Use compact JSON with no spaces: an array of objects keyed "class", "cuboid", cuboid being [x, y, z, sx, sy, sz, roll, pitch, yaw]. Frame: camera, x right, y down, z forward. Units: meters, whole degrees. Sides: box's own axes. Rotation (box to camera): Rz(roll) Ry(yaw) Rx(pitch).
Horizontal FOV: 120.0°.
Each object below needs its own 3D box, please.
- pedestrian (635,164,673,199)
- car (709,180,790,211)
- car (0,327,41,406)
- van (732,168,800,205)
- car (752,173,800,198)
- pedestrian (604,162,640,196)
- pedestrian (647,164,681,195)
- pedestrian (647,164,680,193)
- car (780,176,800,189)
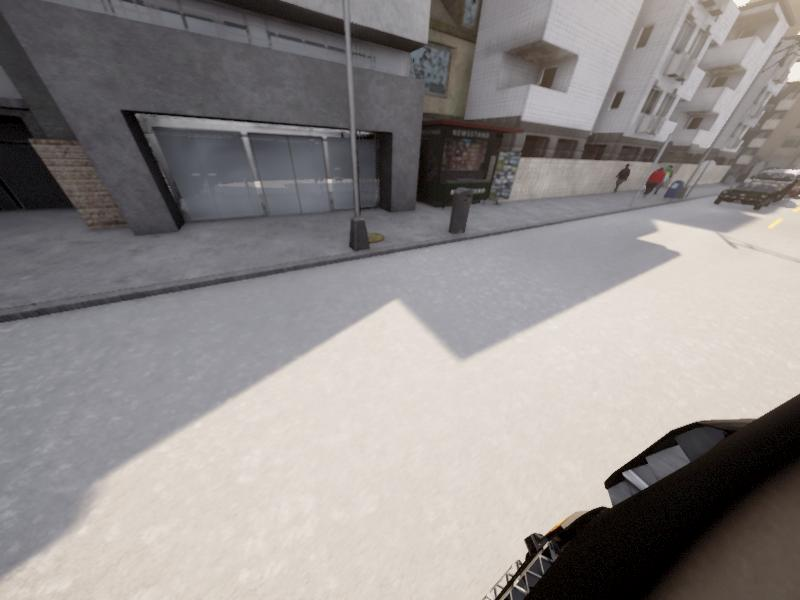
[{"class":"pedestrian","cuboid":[16.068,-7.515,14.647,0.751,1.860,0.751,-19,39,-29]},{"class":"car","cuboid":[22.095,-6.678,14.605,4.718,1.301,1.895,-16,38,-26]},{"class":"car","cuboid":[-5.386,1.105,0.632,4.181,1.385,1.994,-15,37,-25]},{"class":"van","cuboid":[27.881,-8.627,17.314,4.480,2.038,2.069,-17,38,-25]},{"class":"car","cuboid":[34.953,-10.461,20.988,4.611,1.667,2.242,-16,38,-26]},{"class":"pedestrian","cuboid":[14.371,-7.848,15.016,0.751,1.860,0.751,-14,37,-24]},{"class":"pedestrian","cuboid":[18.712,-8.572,16.449,0.751,1.860,0.751,23,39,28]},{"class":"pedestrian","cuboid":[19.633,-9.062,17.262,0.751,1.860,0.751,-17,39,-28]},{"class":"car","cuboid":[51.607,-15.092,29.626,4.718,1.301,1.895,-12,36,-22]}]
